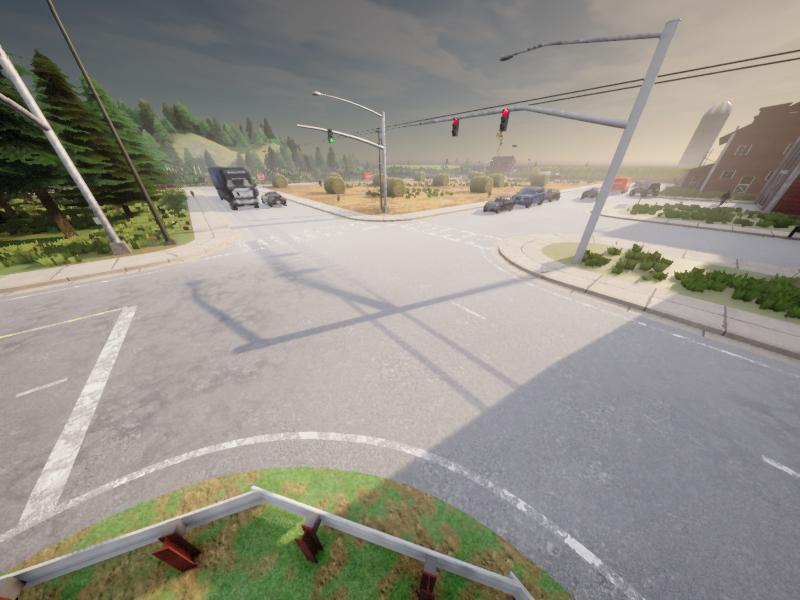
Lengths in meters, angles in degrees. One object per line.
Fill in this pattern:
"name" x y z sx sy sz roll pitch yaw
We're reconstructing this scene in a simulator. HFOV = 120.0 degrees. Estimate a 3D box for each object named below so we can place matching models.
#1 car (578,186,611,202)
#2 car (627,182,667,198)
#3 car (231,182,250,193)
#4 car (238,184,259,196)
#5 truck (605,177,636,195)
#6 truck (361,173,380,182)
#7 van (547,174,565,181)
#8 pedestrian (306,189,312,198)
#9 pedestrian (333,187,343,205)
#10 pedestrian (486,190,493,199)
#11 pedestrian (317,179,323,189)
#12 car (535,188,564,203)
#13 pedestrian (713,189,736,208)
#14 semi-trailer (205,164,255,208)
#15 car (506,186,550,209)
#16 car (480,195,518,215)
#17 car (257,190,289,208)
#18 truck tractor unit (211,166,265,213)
"car" 27.836 -15.220 32.981 5.027 1.651 2.152 -24 37 -34
"car" 37.519 -16.849 35.271 1.905 1.878 3.866 -2 28 9
"car" -30.417 -21.496 44.054 2.007 1.525 4.514 -22 37 -33
"car" -25.732 -18.662 39.135 1.882 1.535 5.008 -22 37 -33
"truck" 39.614 -20.597 41.508 5.204 2.467 2.627 -23 37 -34
"truck" -9.262 -38.628 72.714 5.204 2.467 2.627 -20 36 -31
"van" 55.038 -43.558 81.758 2.069 2.038 4.480 -23 37 -34
"pedestrian" -13.460 -15.794 34.226 0.500 1.100 0.500 23 37 34
"pedestrian" -7.463 -12.525 27.794 0.751 1.860 0.751 -18 35 -29
"pedestrian" 12.532 -14.737 32.368 0.500 1.100 0.500 20 35 30
"pedestrian" -16.159 -23.552 46.886 0.751 1.860 0.751 -4 30 -6
"car" 20.426 -14.296 31.502 3.705 1.549 1.789 -23 37 -34
"pedestrian" 35.813 -11.196 25.486 0.751 1.860 0.751 -24 38 -35
"semi-trailer" -23.249 -15.756 31.222 2.717 4.402 14.254 -22 37 -33
"car" 15.392 -12.350 27.640 5.566 2.045 2.150 -23 37 -34
"car" 10.235 -9.931 23.957 3.633 1.501 1.845 -23 37 -34
"car" -15.838 -12.643 28.718 2.038 1.542 4.974 -22 37 -33
"truck tractor unit" -18.261 -12.603 25.952 3.053 4.208 6.516 -22 36 -33
